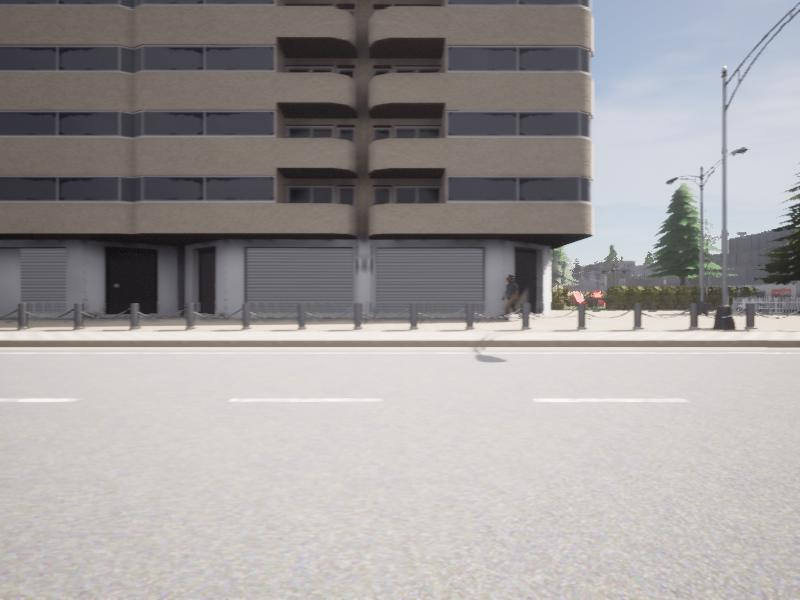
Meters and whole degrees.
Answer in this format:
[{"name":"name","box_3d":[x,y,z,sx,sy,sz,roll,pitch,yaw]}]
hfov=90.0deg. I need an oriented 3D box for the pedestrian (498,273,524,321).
[{"name":"pedestrian","box_3d":[4.360,-0.118,15.740,0.751,1.860,0.751,0,0,-8]}]
